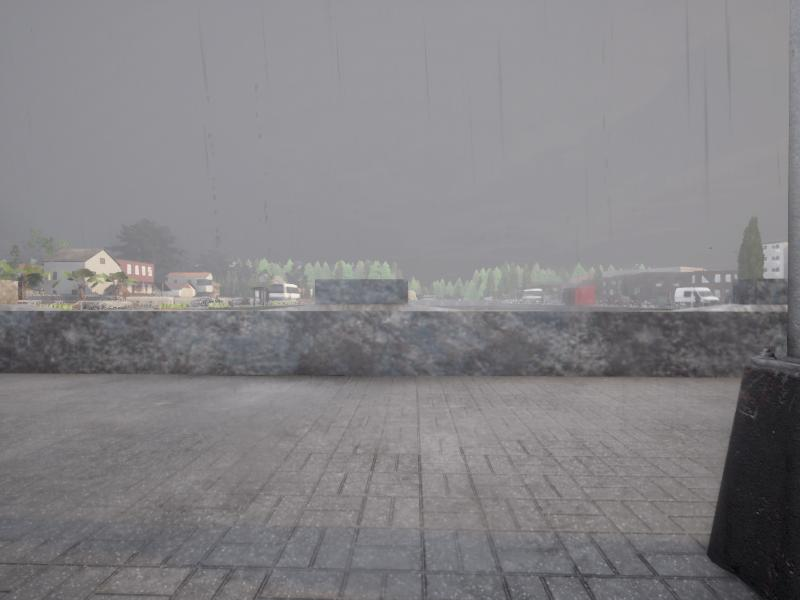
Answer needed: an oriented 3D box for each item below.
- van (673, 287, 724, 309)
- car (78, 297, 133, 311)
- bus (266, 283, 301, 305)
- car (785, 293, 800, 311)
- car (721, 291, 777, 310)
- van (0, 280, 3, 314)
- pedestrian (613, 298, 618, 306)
[{"bbox_3d":[36.850,-0.278,49.652,1.988,2.561,5.915,0,0,2],"label":"van"},{"bbox_3d":[-29.224,0.343,39.851,1.895,1.301,4.718,0,0,2],"label":"car"},{"bbox_3d":[-23.883,-1.139,83.048,3.944,4.253,10.273,0,0,2],"label":"bus"},{"bbox_3d":[36.340,0.201,34.239,1.801,1.575,5.366,0,0,2],"label":"car"},{"bbox_3d":[36.603,0.052,42.120,1.932,1.855,4.605,0,0,2],"label":"car"},{"bbox_3d":[-29.712,-0.222,25.486,2.351,2.431,6.366,0,0,2],"label":"van"},{"bbox_3d":[31.506,0.313,58.493,0.500,1.100,0.500,0,0,9],"label":"pedestrian"}]
